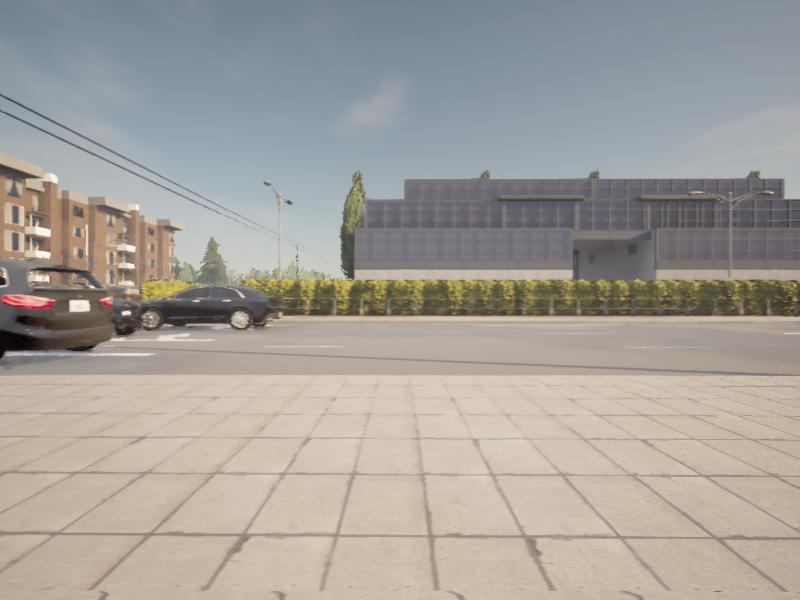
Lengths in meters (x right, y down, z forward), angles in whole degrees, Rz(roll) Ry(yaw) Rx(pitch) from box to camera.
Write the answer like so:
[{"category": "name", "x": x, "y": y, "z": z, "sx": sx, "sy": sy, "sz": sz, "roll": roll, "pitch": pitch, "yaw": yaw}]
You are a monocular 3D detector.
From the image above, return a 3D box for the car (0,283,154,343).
[{"category": "car", "x": -8.980, "y": 0.297, "z": 10.182, "sx": 4.181, "sy": 1.385, "sz": 1.994, "roll": 0, "pitch": 0, "yaw": 0}]

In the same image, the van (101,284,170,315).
[{"category": "van", "x": -18.009, "y": -0.022, "z": 27.486, "sx": 1.775, "sy": 1.987, "sz": 4.442, "roll": 0, "pitch": 0, "yaw": 1}]

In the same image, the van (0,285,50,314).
[{"category": "van", "x": -28.489, "y": -0.059, "z": 29.122, "sx": 2.069, "sy": 2.038, "sz": 4.480, "roll": 0, "pitch": 0, "yaw": 1}]

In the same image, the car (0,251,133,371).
[{"category": "car", "x": -7.531, "y": 0.148, "z": 6.685, "sx": 4.611, "sy": 1.667, "sz": 2.242, "roll": 0, "pitch": 0, "yaw": 0}]

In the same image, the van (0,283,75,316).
[{"category": "van", "x": -25.013, "y": -0.055, "z": 27.272, "sx": 2.069, "sy": 2.038, "sz": 4.480, "roll": 0, "pitch": 0, "yaw": 1}]

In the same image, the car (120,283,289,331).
[{"category": "car", "x": -6.500, "y": 0.238, "z": 13.696, "sx": 4.892, "sy": 1.490, "sz": 1.837, "roll": 0, "pitch": 0, "yaw": 0}]

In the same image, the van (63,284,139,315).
[{"category": "van", "x": -21.489, "y": -0.051, "z": 29.032, "sx": 2.069, "sy": 2.038, "sz": 4.480, "roll": 0, "pitch": 0, "yaw": 1}]
